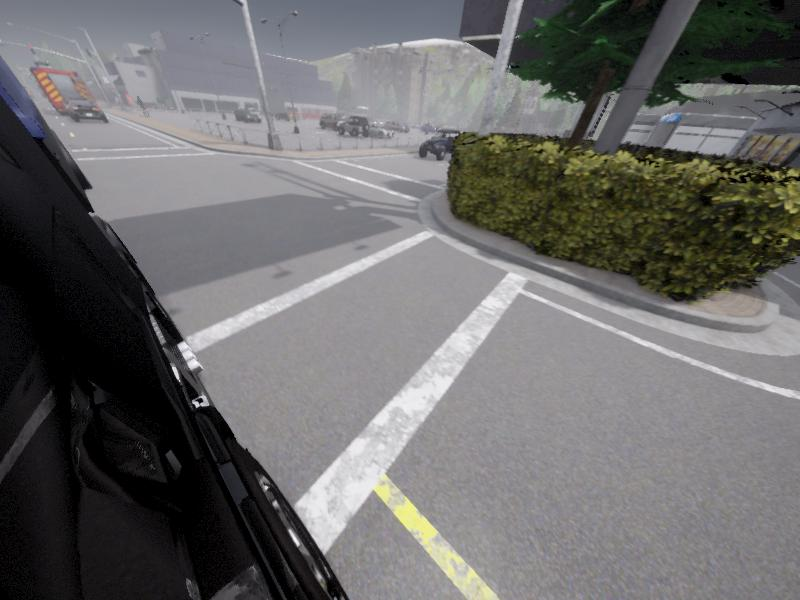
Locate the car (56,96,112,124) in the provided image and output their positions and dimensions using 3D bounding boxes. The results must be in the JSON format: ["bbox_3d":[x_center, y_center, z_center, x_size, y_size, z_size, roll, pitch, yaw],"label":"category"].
[{"bbox_3d":[-26.929,-16.188,19.674,4.974,1.542,2.038,30,45,28],"label":"car"}]

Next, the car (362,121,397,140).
[{"bbox_3d":[-2.464,-20.205,27.579,3.806,1.475,1.970,30,45,28],"label":"car"}]

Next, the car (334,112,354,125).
[{"bbox_3d":[-12.030,-38.865,49.532,3.866,1.878,1.905,30,45,28],"label":"car"}]

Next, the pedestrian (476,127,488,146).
[{"bbox_3d":[10.543,-21.113,29.823,0.751,1.860,0.751,29,44,28],"label":"pedestrian"}]

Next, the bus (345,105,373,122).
[{"bbox_3d":[-15.450,-70.231,87.073,10.273,4.253,3.944,30,44,28],"label":"bus"}]

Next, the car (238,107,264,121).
[{"bbox_3d":[-24.106,-30.112,37.417,3.806,1.475,1.970,30,45,28],"label":"car"}]

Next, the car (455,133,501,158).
[{"bbox_3d":[7.444,-14.697,21.874,2.033,1.649,4.856,30,45,28],"label":"car"}]

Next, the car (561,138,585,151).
[{"bbox_3d":[28.539,-25.651,38.100,2.007,1.525,4.514,30,45,28],"label":"car"}]

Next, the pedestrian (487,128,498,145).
[{"bbox_3d":[12.888,-22.741,32.134,0.751,1.860,0.751,30,45,28],"label":"pedestrian"}]

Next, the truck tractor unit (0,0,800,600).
[{"bbox_3d":[-2.645,-0.295,0.351,6.516,4.208,3.053,28,44,30],"label":"truck tractor unit"}]

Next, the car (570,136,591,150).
[{"bbox_3d":[33.127,-28.906,42.416,1.905,1.878,3.866,30,45,28],"label":"car"}]

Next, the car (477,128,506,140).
[{"bbox_3d":[19.453,-35.390,49.089,5.027,1.636,2.152,30,45,28],"label":"car"}]

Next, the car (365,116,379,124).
[{"bbox_3d":[-8.573,-54.801,70.326,1.905,1.878,3.866,30,45,28],"label":"car"}]

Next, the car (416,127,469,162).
[{"bbox_3d":[3.288,-11.965,17.761,1.905,1.878,3.866,30,45,28],"label":"car"}]

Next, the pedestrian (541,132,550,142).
[{"bbox_3d":[31.570,-35.420,50.177,0.751,1.860,0.751,30,45,28],"label":"pedestrian"}]

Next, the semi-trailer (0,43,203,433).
[{"bbox_3d":[-8.638,-3.837,3.982,14.254,4.402,2.717,31,45,27],"label":"semi-trailer"}]

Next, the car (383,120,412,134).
[{"bbox_3d":[-0.440,-29.170,38.985,4.514,1.523,2.007,30,45,28],"label":"car"}]

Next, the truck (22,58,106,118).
[{"bbox_3d":[-33.648,-21.032,23.171,8.468,3.827,2.891,30,45,28],"label":"truck"}]

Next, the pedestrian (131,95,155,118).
[{"bbox_3d":[-27.690,-20.838,24.891,0.751,1.860,0.751,3,38,-3],"label":"pedestrian"}]

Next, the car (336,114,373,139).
[{"bbox_3d":[-5.042,-19.228,25.603,3.866,1.878,1.905,30,45,28],"label":"car"}]

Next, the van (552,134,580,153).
[{"bbox_3d":[24.436,-23.047,33.950,2.069,2.038,4.480,30,45,28],"label":"van"}]

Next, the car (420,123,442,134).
[{"bbox_3d":[5.995,-33.550,45.251,3.633,1.501,1.845,30,45,28],"label":"car"}]

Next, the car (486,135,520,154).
[{"bbox_3d":[11.518,-17.416,25.873,1.970,1.475,3.806,30,45,28],"label":"car"}]

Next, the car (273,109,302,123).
[{"bbox_3d":[-20.235,-33.152,41.548,5.027,1.636,2.152,30,45,28],"label":"car"}]

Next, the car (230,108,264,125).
[{"bbox_3d":[-21.068,-25.331,31.846,4.514,1.523,2.007,30,45,28],"label":"car"}]

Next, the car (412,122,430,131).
[{"bbox_3d":[5.273,-43.651,57.984,3.806,1.475,1.970,30,45,28],"label":"car"}]

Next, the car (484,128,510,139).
[{"bbox_3d":[21.422,-36.792,51.088,4.514,1.523,2.007,30,45,28],"label":"car"}]

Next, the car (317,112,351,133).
[{"bbox_3d":[-8.953,-24.137,31.376,4.605,1.855,1.932,30,45,28],"label":"car"}]

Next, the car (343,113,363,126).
[{"bbox_3d":[-10.485,-40.315,51.562,4.605,1.855,1.932,30,45,28],"label":"car"}]
